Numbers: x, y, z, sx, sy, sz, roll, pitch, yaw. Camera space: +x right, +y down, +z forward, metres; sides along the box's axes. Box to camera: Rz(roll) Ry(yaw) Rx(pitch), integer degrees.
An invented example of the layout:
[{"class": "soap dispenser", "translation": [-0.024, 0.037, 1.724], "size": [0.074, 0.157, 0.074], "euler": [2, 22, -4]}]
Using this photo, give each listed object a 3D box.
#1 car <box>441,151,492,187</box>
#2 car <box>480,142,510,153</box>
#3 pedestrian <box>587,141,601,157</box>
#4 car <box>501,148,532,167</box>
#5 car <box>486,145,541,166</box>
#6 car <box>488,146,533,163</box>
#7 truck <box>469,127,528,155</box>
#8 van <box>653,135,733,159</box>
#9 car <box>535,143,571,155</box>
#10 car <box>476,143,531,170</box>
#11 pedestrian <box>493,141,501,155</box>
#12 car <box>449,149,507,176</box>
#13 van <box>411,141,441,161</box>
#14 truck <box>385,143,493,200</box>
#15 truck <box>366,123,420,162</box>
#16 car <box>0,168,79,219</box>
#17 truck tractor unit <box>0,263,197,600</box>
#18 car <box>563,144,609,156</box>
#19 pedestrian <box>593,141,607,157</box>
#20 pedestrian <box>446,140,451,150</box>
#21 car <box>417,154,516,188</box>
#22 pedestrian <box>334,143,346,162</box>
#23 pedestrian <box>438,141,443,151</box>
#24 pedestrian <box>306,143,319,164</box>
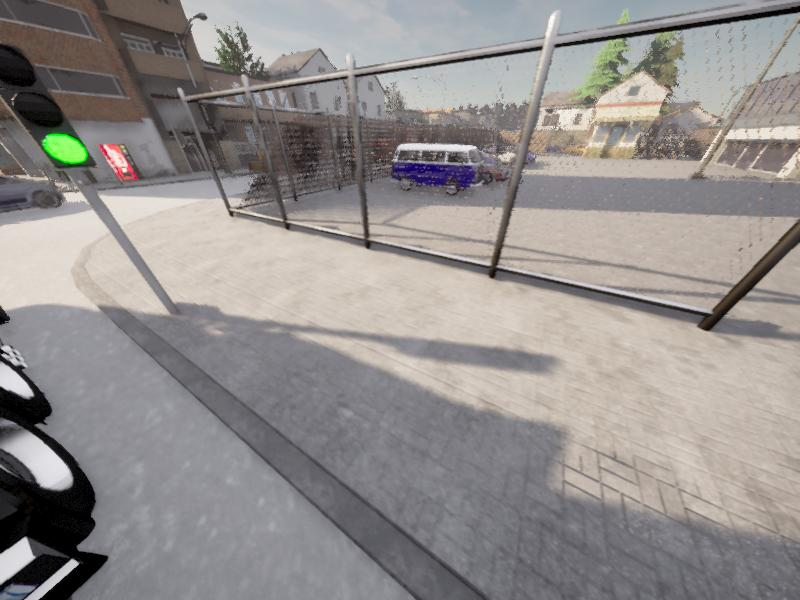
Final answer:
[{"class": "car", "translation": [4.147, -8.185, 14.240], "size": [1.789, 1.547, 3.705], "euler": [18, 39, 24]}, {"class": "car", "translation": [18.503, -29.798, 45.176], "size": [4.611, 1.667, 2.242], "euler": [25, 42, 31]}, {"class": "pedestrian", "translation": [27.446, -21.431, 32.694], "size": [0.751, 1.860, 0.751], "euler": [26, 42, 32]}, {"class": "car", "translation": [11.076, -13.626, 22.081], "size": [2.207, 1.379, 1.481], "euler": [18, 39, 24]}, {"class": "car", "translation": [11.613, -14.942, 23.784], "size": [4.611, 1.667, 2.242], "euler": [18, 39, 24]}, {"class": "car", "translation": [12.562, -16.669, 26.376], "size": [4.193, 1.474, 1.816], "euler": [18, 39, 24]}, {"class": "truck", "translation": [16.981, -27.972, 40.679], "size": [8.468, 3.827, 2.891], "euler": [1, 35, 1]}, {"class": "van", "translation": [38.900, -20.593, 31.025], "size": [5.915, 2.561, 1.988], "euler": [18, 39, 24]}, {"class": "car", "translation": [26.953, -26.767, 40.794], "size": [5.027, 1.651, 2.152], "euler": [18, 39, 24]}, {"class": "car", "translation": [9.245, -12.969, 20.786], "size": [3.866, 1.878, 1.905], "euler": [18, 39, 24]}, {"class": "pedestrian", "translation": [15.513, -24.422, 37.090], "size": [0.751, 1.860, 0.751], "euler": [9, 36, 13]}, {"class": "car", "translation": [5.880, -10.550, 17.638], "size": [3.633, 1.501, 1.845], "euler": [18, 39, 24]}, {"class": "van", "translation": [3.463, -19.746, 30.537], "size": [2.069, 2.038, 4.480], "euler": [18, 39, 24]}, {"class": "truck", "translation": [1.768, -6.394, 11.267], "size": [4.478, 2.038, 2.069], "euler": [18, 39, 24]}, {"class": "truck", "translation": [-0.650, -20.978, 30.782], "size": [2.891, 3.827, 8.468], "euler": [18, 39, 24]}, {"class": "car", "translation": [-15.331, -3.609, 8.111], "size": [1.994, 1.385, 4.181], "euler": [8, 36, 12]}, {"class": "truck tractor unit", "translation": [-5.114, -0.297, 0.782], "size": [6.516, 4.208, 3.053], "euler": [18, 39, 24]}, {"class": "car", "translation": [28.867, -23.497, 36.121], "size": [5.366, 1.575, 1.801], "euler": [18, 39, 25]}, {"class": "pedestrian", "translation": [27.611, -20.894, 31.922], "size": [0.751, 1.860, 0.751], "euler": [27, 43, 33]}, {"class": "pedestrian", "translation": [11.506, -36.598, 54.606], "size": [0.751, 1.860, 0.751], "euler": [16, 38, 23]}, {"class": "car", "translation": [3.895, -8.059, 14.186], "size": [5.357, 1.415, 2.033], "euler": [18, 39, 24]}, {"class": "pedestrian", "translation": [-6.841, -16.885, 26.450], "size": [0.751, 1.860, 0.751], "euler": [-23, 41, -29]}, {"class": "pedestrian", "translation": [9.001, -33.995, 50.889], "size": [0.751, 1.860, 0.751], "euler": [17, 39, 24]}, {"class": "pedestrian", "translation": [-9.252, -15.503, 24.486], "size": [0.751, 1.860, 0.751], "euler": [-24, 41, -30]}]
